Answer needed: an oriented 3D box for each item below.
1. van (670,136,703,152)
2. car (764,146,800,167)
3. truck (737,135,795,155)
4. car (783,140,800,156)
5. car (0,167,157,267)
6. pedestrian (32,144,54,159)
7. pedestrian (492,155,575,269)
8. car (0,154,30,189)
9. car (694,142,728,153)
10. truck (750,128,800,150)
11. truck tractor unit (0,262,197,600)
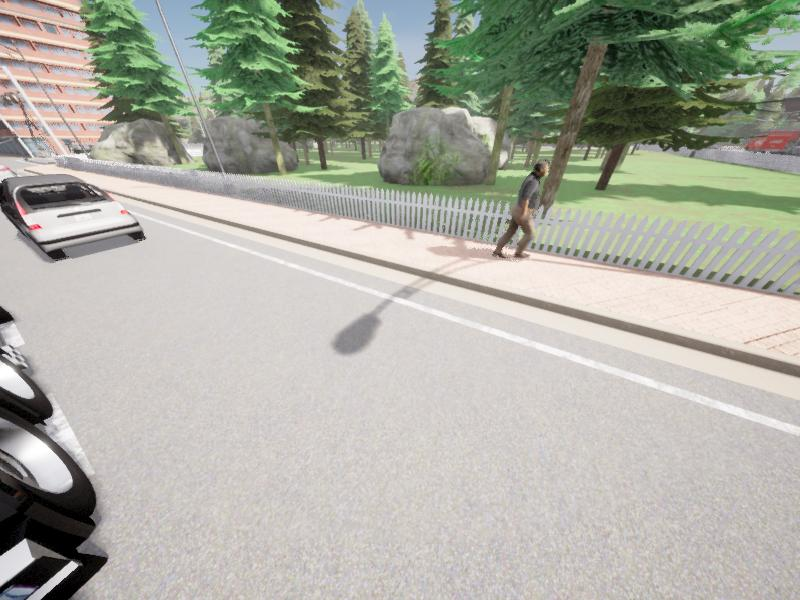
[{"bbox_3d":[56.885,-31.222,46.102,1.988,2.561,5.915,19,39,26],"label":"van"},{"bbox_3d":[39.124,-14.119,22.644,1.837,1.490,4.892,19,39,26],"label":"car"},{"bbox_3d":[58.285,-24.820,36.997,2.627,2.467,5.204,19,39,26],"label":"truck"},{"bbox_3d":[60.180,-22.463,34.126,1.905,1.878,3.866,19,39,26],"label":"car"},{"bbox_3d":[-8.928,-2.407,6.116,3.988,1.617,1.851,18,39,24],"label":"car"},{"bbox_3d":[-52.289,-21.712,33.812,0.751,1.860,0.751,11,36,15],"label":"pedestrian"},{"bbox_3d":[2.373,-1.629,4.383,0.751,1.860,0.751,9,36,13],"label":"pedestrian"},{"bbox_3d":[-25.608,-7.878,14.050,4.611,1.667,2.242,18,39,24],"label":"car"},{"bbox_3d":[59.296,-29.136,44.167,2.152,1.651,5.027,19,39,26],"label":"car"},{"bbox_3d":[85.642,-35.372,50.737,8.468,3.827,2.891,18,39,24],"label":"truck"},{"bbox_3d":[-5.108,-0.304,0.785,6.516,4.208,3.053,18,39,24],"label":"truck tractor unit"}]
